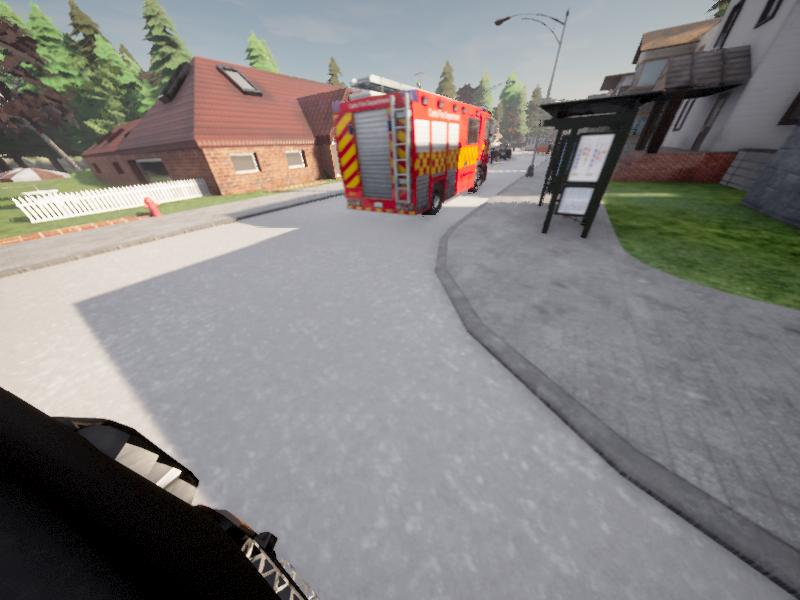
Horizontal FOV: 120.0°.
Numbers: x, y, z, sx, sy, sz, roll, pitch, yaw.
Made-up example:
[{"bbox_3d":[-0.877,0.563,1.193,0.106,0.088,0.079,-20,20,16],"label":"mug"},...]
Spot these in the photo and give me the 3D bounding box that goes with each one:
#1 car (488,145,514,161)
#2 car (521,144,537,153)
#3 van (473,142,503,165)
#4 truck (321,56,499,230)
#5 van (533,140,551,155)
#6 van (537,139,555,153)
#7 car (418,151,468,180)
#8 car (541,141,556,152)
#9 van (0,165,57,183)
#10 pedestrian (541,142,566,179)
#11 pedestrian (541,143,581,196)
[{"bbox_3d":[14.318,-20.891,32.709,2.242,1.667,4.611,18,39,28],"label":"car"},{"bbox_3d":[28.884,-33.922,51.720,2.163,1.488,4.792,17,39,28],"label":"car"},{"bbox_3d":[10.630,-17.678,27.837,2.069,2.038,4.480,17,39,28],"label":"van"},{"bbox_3d":[1.338,-6.220,9.736,2.891,3.827,8.468,17,39,27],"label":"truck"},{"bbox_3d":[24.112,-25.831,39.077,1.775,1.987,4.442,17,39,28],"label":"van"},{"bbox_3d":[27.302,-28.770,43.195,2.069,2.038,4.480,17,39,28],"label":"van"},{"bbox_3d":[3.592,-10.957,18.705,1.801,1.575,5.366,18,39,29],"label":"car"},{"bbox_3d":[31.086,-32.049,48.186,1.930,1.638,5.238,17,39,28],"label":"car"},{"bbox_3d":[-71.222,-23.948,43.750,2.351,2.431,6.366,17,39,28],"label":"van"},{"bbox_3d":[9.244,-8.411,13.948,0.751,1.860,0.751,17,38,27],"label":"pedestrian"},{"bbox_3d":[6.681,-5.462,9.701,0.751,1.860,0.751,7,35,15],"label":"pedestrian"}]
